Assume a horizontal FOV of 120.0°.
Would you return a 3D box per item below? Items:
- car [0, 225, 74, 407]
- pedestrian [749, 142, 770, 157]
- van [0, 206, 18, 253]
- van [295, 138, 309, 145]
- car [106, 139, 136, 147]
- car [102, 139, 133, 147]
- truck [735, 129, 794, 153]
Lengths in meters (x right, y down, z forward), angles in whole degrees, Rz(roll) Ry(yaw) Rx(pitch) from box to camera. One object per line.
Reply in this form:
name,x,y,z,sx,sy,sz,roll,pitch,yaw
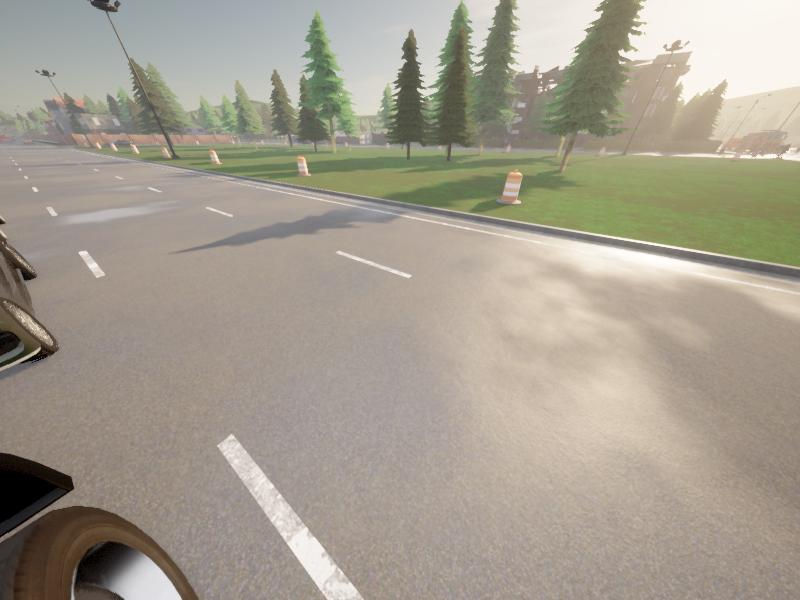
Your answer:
car,-6.487,-0.148,2.683,5.027,1.651,2.152,22,41,28
pedestrian,56.253,-23.591,36.149,0.751,1.860,0.751,22,40,27
van,-11.584,-2.368,5.472,4.442,1.987,1.775,22,41,28
van,-33.889,-54.738,79.674,4.442,1.987,1.775,22,41,28
car,-74.199,-41.783,61.461,2.007,1.525,4.514,12,37,17
car,-77.182,-43.023,63.129,2.242,1.667,4.611,13,37,18
truck,75.039,-32.974,47.943,2.891,3.827,8.468,22,40,28
